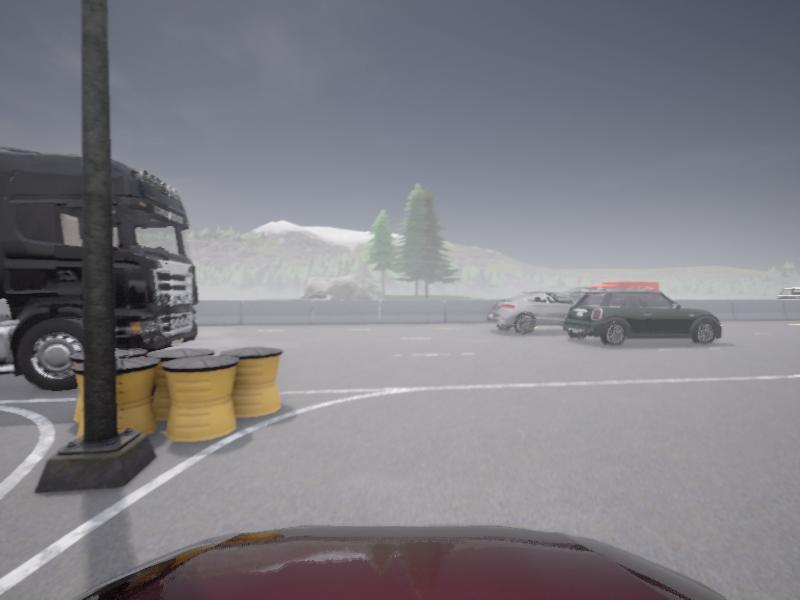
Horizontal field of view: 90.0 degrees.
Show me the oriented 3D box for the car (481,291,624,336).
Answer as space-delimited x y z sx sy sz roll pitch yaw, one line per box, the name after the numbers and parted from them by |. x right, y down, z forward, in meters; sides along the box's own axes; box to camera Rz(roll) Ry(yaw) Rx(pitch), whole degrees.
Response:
6.100 0.478 16.339 5.027 1.651 2.152 0 1 -8 | car

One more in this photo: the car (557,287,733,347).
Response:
7.822 0.466 13.040 4.553 1.767 2.097 0 1 -8 | car

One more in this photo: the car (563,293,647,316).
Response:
14.328 0.294 28.065 4.902 1.511 2.128 0 1 -8 | car

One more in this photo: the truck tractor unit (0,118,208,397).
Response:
-7.529 -0.654 7.369 6.516 4.208 3.053 0 1 -8 | truck tractor unit

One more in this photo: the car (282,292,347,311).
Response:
-7.158 0.127 33.801 4.974 1.542 2.038 0 1 2 | car

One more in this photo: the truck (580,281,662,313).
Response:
17.614 -0.267 32.077 5.204 2.467 2.627 0 1 -8 | truck

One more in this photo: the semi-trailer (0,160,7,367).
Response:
-15.369 -0.737 6.275 14.254 4.402 2.717 0 1 -8 | semi-trailer

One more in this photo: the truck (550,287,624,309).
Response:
18.232 -0.235 39.192 6.274 2.098 2.390 0 1 -8 | truck

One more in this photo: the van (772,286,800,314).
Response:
31.305 0.012 30.396 4.480 2.038 2.069 1 1 -8 | van
